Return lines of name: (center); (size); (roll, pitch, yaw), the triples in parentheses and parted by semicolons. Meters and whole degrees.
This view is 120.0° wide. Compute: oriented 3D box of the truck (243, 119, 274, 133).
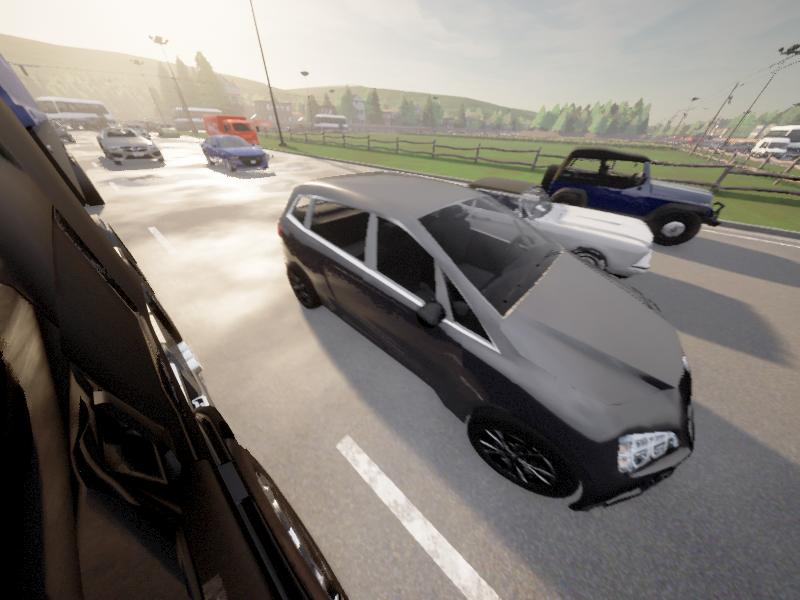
truck: (-33.906, -41.722, 55.423); (2.627, 2.467, 5.204); (28, 43, 30)

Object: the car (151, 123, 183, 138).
car: (-31.849, -23.151, 31.542); (4.514, 1.525, 2.007); (30, 45, 32)

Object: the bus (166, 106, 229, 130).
bus: (-49.458, -44.585, 56.935); (3.944, 4.253, 10.273); (27, 43, 29)

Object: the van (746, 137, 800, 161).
van: (53.685, -21.883, 33.420); (1.988, 2.561, 5.915); (27, 44, 30)

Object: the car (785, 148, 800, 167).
car: (44.593, -15.225, 24.648); (1.932, 1.855, 4.605); (27, 43, 30)

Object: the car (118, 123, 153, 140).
car: (-31.866, -20.343, 27.839); (3.806, 1.475, 1.970); (30, 45, 32)

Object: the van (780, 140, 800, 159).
van: (67.639, -25.033, 38.451); (2.351, 2.431, 6.366); (27, 44, 30)

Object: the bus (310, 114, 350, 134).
bus: (-20.334, -51.743, 68.000); (3.944, 4.253, 10.273); (28, 43, 30)

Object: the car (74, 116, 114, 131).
car: (-52.142, -30.113, 39.468); (1.905, 1.878, 3.866); (-8, 38, -13)

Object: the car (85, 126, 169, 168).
car: (-15.995, -9.081, 13.524); (5.027, 1.651, 2.152); (28, 44, 30)

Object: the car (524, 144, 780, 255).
car: (6.032, -3.003, 6.339); (3.866, 1.878, 1.905); (28, 44, 30)

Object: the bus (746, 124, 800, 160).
bus: (63.402, -25.950, 37.934); (3.944, 4.253, 10.273); (27, 44, 30)

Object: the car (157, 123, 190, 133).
car: (-42.829, -32.719, 43.861); (1.994, 1.385, 4.181); (4, 37, 2)

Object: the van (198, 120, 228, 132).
van: (-41.924, -39.148, 51.965); (1.775, 1.987, 4.442); (26, 43, 29)

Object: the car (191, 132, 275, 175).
car: (-9.328, -8.243, 12.823); (5.008, 1.535, 1.882); (28, 44, 30)

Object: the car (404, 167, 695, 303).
car: (2.550, -1.843, 5.109); (4.718, 1.301, 1.895); (28, 44, 30)

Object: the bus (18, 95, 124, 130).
bus: (-56.377, -32.476, 40.426); (3.944, 4.253, 10.273); (-4, 37, -5)

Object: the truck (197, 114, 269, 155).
truck: (-13.868, -13.796, 19.215); (5.204, 2.467, 2.627); (28, 44, 30)

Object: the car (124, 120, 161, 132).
car: (-45.639, -30.962, 41.125); (2.242, 1.667, 4.611); (-6, 37, -11)

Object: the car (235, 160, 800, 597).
car: (0.433, -0.387, 2.745); (4.611, 1.667, 2.242); (30, 45, 32)

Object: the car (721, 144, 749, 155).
car: (64.596, -29.085, 44.568); (1.994, 1.385, 4.181); (27, 44, 30)

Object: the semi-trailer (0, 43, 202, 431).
semi-trailer: (-8.697, -3.590, 4.250); (14.254, 4.402, 2.717); (28, 44, 30)

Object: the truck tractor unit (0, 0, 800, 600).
truck tractor unit: (-2.645, -0.295, 0.352); (6.516, 4.208, 3.053); (28, 44, 30)
